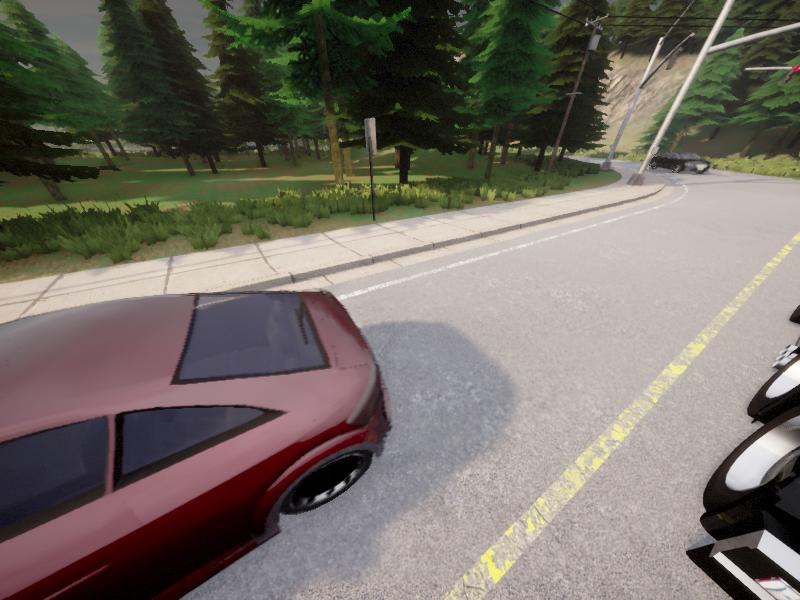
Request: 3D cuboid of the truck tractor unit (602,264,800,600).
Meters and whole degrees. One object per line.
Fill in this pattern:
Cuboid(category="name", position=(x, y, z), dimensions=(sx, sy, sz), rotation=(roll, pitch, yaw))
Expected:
Cuboid(category="truck tractor unit", position=(5.109, -0.302, 0.782), dimensions=(6.516, 4.208, 3.053), rotation=(-18, 39, -24))

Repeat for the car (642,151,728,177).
Cuboid(category="car", position=(23.713, -11.666, 19.597), dimensions=(2.128, 1.511, 4.902), rotation=(8, 36, 11))

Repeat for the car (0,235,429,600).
Cuboid(category="car", position=(-2.155, 0.907, 1.482), dimensions=(4.181, 1.385, 1.994), rotation=(-18, 39, -24))
